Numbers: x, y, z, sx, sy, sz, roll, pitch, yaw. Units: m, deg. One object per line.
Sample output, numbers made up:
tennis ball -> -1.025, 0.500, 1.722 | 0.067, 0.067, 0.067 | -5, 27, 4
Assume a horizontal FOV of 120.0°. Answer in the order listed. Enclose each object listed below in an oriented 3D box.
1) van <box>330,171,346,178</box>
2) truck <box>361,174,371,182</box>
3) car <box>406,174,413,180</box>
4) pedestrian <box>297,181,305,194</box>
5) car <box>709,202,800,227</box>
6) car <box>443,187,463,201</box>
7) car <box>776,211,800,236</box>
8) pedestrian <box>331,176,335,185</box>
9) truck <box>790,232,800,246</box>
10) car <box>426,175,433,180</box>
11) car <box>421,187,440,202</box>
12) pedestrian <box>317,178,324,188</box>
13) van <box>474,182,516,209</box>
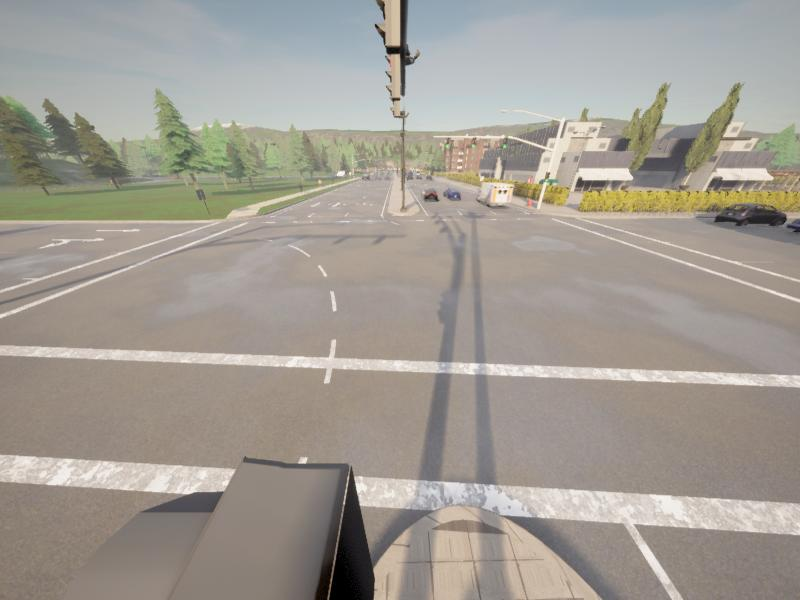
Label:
van -> -26.955, -54.856, 100.780 | 5.915, 2.561, 1.988 | 0, 30, 0
truck -> -11.315, -40.647, 76.609 | 2.390, 2.098, 6.274 | 0, 30, 0
car -> 3.582, -45.420, 85.307 | 2.242, 1.667, 4.611 | 0, 30, -1
pedestrian -> -16.684, -18.979, 38.966 | 0.751, 1.860, 0.751 | 0, 30, 0
car -> 28.741, -6.940, 18.789 | 3.988, 1.617, 1.851 | 0, 30, 0
car -> 7.743, -15.851, 34.317 | 1.812, 1.442, 4.674 | 0, 30, -1
car -> 30.374, -5.135, 15.790 | 5.357, 1.411, 2.033 | 0, 30, 0
pedestrian -> -17.027, -30.436, 58.809 | 0.751, 1.860, 0.751 | 0, 30, 1
truck -> 28.485, -4.436, 12.149 | 8.468, 3.827, 2.891 | 0, 30, 0
car -> 10.602, -44.858, 84.512 | 1.837, 1.490, 4.892 | 0, 30, -1
car -> 4.255, -15.377, 33.404 | 2.038, 1.542, 4.974 | 0, 30, -1
pedestrian -> -16.735, -24.543, 48.602 | 0.751, 1.860, 0.751 | 0, 30, 0
van -> 11.345, -13.000, 28.395 | 2.351, 2.431, 6.366 | 0, 30, -1
